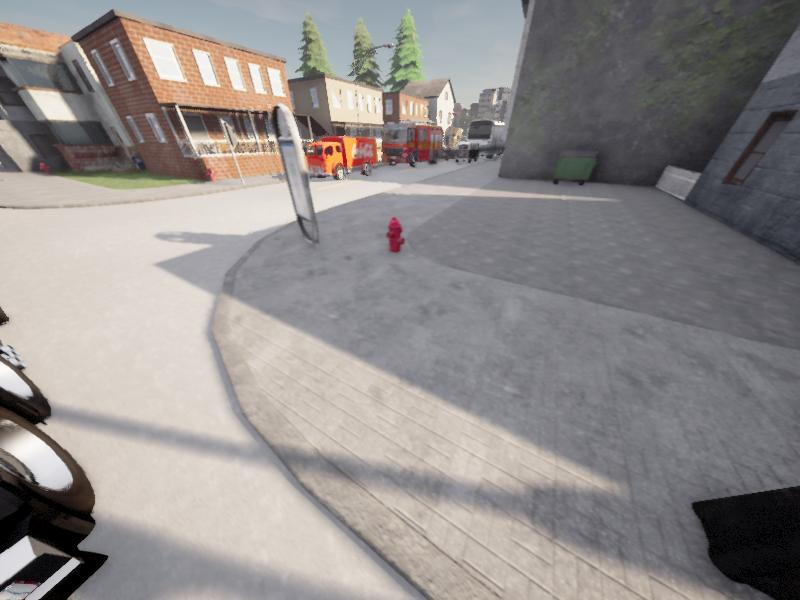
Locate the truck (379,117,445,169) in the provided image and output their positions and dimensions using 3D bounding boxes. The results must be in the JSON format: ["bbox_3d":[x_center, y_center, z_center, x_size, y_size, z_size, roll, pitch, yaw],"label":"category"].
[{"bbox_3d":[1.533,-16.257,23.998,2.891,3.827,8.468,19,39,25],"label":"truck"}]

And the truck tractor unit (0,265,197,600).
[{"bbox_3d":[-5.114,-0.297,0.778,6.516,4.208,3.053,18,39,24],"label":"truck tractor unit"}]

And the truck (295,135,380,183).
[{"bbox_3d":[-4.044,-10.007,16.273,2.627,2.467,5.204,19,39,26],"label":"truck"}]
